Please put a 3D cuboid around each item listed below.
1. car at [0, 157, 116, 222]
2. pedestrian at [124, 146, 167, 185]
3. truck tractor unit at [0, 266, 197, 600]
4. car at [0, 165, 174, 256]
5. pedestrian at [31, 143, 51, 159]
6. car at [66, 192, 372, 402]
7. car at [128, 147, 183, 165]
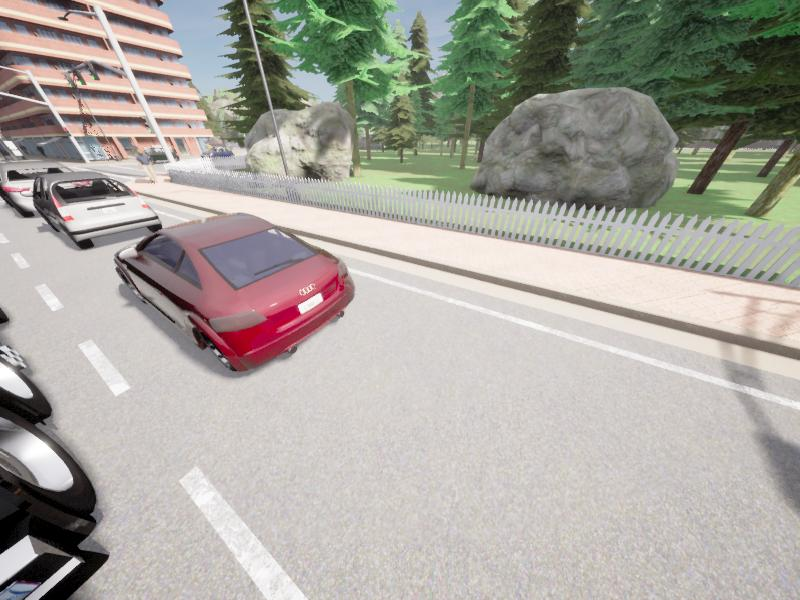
[{"bbox_3d":[-14.321,-4.611,9.262,4.611,1.667,2.242,19,39,25],"label":"car"},{"bbox_3d":[-14.440,-7.659,13.163,0.751,1.860,0.751,20,40,26],"label":"pedestrian"},{"bbox_3d":[-5.114,-0.298,0.774,6.516,4.208,3.053,18,39,24],"label":"truck tractor unit"},{"bbox_3d":[-8.951,-2.774,6.639,3.988,1.617,1.851,18,39,25],"label":"car"},{"bbox_3d":[-52.182,-21.698,33.597,0.751,1.860,0.751,19,39,25],"label":"pedestrian"},{"bbox_3d":[-2.772,-0.596,3.675,4.181,1.385,1.994,20,40,26],"label":"car"},{"bbox_3d":[-27.802,-16.510,26.448,1.789,1.549,3.705,11,36,15],"label":"car"}]
